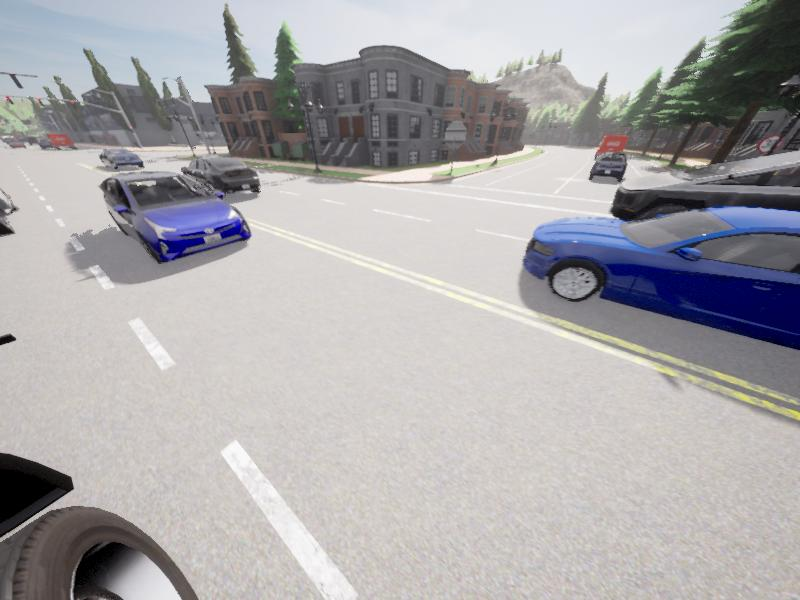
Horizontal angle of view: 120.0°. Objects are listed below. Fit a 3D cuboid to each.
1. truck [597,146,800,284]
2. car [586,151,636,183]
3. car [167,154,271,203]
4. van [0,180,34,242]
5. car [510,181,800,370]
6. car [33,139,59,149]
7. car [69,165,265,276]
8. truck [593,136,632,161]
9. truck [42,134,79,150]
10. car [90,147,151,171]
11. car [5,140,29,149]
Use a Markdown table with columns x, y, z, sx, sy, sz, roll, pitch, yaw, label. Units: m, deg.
| x | y | z | sx | sy | sz | roll | pitch | yaw | label |
| --- | --- | --- | --- | --- | --- | --- | --- | --- | --- |
| 8.260 | -1.731 | 4.609 | 6.274 | 2.098 | 2.390 | 22 | 41 | 28 | truck |
| 14.063 | -9.017 | 15.469 | 1.816 | 1.474 | 4.193 | 24 | 41 | 29 | car |
| -8.561 | -5.867 | 10.869 | 4.892 | 1.490 | 1.837 | 22 | 41 | 28 | car |
| -13.259 | -3.237 | 6.291 | 6.366 | 2.431 | 2.351 | 22 | 41 | 28 | van |
| 4.645 | -0.511 | 3.337 | 5.008 | 1.535 | 1.882 | 22 | 41 | 28 | car |
| -71.416 | -31.505 | 46.617 | 4.856 | 1.649 | 2.033 | 22 | 41 | 28 | car |
| -5.852 | -2.317 | 5.826 | 4.514 | 1.525 | 2.007 | 22 | 41 | 28 | car |
| 26.396 | -19.076 | 28.976 | 2.627 | 2.467 | 5.204 | 21 | 40 | 27 | truck |
| -63.671 | -29.670 | 43.358 | 5.204 | 2.467 | 2.627 | 22 | 41 | 28 | truck |
| -23.622 | -11.956 | 19.476 | 5.357 | 1.411 | 2.033 | 22 | 41 | 28 | car |
| -74.230 | -30.157 | 44.749 | 3.633 | 1.501 | 1.845 | 22 | 41 | 28 | car |
